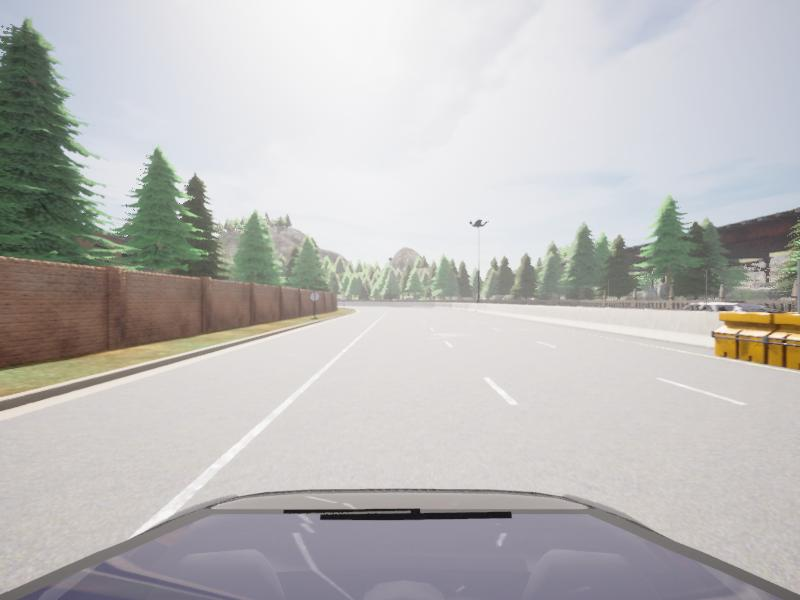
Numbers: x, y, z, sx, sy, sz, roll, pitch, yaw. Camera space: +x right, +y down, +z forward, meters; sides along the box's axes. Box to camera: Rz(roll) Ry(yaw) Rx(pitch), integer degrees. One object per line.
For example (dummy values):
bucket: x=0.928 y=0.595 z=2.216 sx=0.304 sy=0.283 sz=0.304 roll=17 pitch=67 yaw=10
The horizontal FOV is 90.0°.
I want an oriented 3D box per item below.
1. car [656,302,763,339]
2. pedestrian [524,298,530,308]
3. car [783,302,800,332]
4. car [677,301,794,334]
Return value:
car: x=14.003 y=0.864 z=18.412 sx=1.970 sy=1.475 sz=3.806 roll=0 pitch=0 yaw=0
pedestrian: x=24.581 y=0.528 z=77.395 sx=0.751 sy=1.860 sz=0.751 roll=0 pitch=0 yaw=-17
car: x=21.002 y=0.856 z=18.536 sx=1.837 sy=1.490 sz=4.892 roll=0 pitch=0 yaw=0
car: x=17.503 y=0.837 z=21.307 sx=2.038 sy=1.542 sz=4.974 roll=0 pitch=0 yaw=0
